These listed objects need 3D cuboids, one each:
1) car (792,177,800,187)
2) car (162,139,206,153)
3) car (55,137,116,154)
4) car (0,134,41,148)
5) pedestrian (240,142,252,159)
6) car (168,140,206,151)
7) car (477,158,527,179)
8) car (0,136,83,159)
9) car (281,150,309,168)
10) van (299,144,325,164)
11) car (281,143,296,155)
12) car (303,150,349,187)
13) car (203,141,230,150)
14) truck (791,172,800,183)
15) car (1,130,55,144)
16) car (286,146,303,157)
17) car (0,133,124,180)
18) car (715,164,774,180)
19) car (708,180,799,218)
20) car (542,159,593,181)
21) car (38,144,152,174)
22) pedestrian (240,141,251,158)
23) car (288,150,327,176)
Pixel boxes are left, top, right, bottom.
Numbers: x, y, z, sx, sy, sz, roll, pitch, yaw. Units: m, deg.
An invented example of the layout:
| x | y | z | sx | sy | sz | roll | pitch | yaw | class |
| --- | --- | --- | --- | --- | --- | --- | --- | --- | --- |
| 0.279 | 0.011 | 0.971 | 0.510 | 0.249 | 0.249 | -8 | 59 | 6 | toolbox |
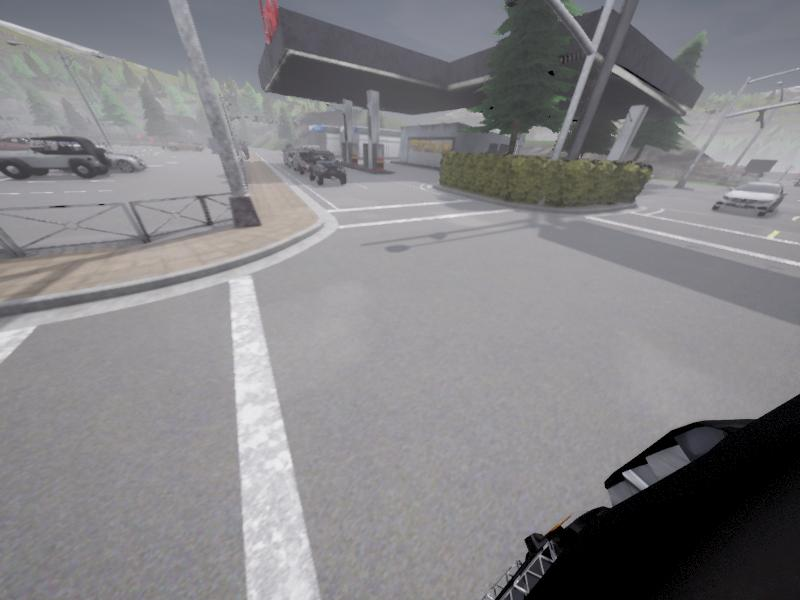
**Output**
| x | y | z | sx | sy | sz | roll | pitch | yaw | class |
| --- | --- | --- | --- | --- | --- | --- | --- | --- | --- |
| 51.314 | -14.827 | 28.604 | 4.974 | 1.542 | 2.038 | -16 | 38 | -26 | car |
| -36.333 | -26.080 | 39.133 | 5.027 | 1.636 | 2.152 | -16 | 38 | -26 | car |
| -37.046 | -18.304 | 27.376 | 3.633 | 1.501 | 1.845 | -16 | 38 | -26 | car |
| -52.554 | -21.480 | 31.124 | 3.806 | 1.475 | 1.970 | -16 | 38 | -26 | car |
| -20.112 | -19.551 | 30.175 | 0.751 | 1.860 | 0.751 | -16 | 38 | -26 | pedestrian |
| -37.948 | -27.618 | 41.340 | 4.514 | 1.523 | 2.007 | -16 | 38 | -26 | car |
| 11.657 | -15.313 | 26.757 | 2.242 | 1.667 | 4.611 | -16 | 38 | -26 | car |
| -32.083 | -13.349 | 20.257 | 4.514 | 1.523 | 2.007 | -16 | 38 | -26 | car |
| -11.487 | -15.392 | 25.226 | 1.970 | 1.475 | 3.806 | -16 | 38 | -26 | car |
| -12.231 | -20.303 | 32.045 | 2.069 | 2.038 | 4.480 | -16 | 38 | -26 | van |
| -22.666 | -30.738 | 47.088 | 1.905 | 1.878 | 3.866 | -16 | 38 | -26 | car |
| -5.154 | -9.201 | 16.016 | 1.905 | 1.878 | 3.866 | -16 | 38 | -26 | car |
| -43.916 | -37.119 | 55.484 | 4.792 | 1.488 | 2.163 | -16 | 38 | -26 | car |
| 67.553 | -19.613 | 36.493 | 2.627 | 2.467 | 5.204 | -16 | 38 | -26 | truck |
| -68.474 | -30.062 | 42.713 | 4.605 | 1.855 | 1.932 | -16 | 38 | -26 | car |
| -19.457 | -27.349 | 42.561 | 2.007 | 1.525 | 4.514 | -16 | 38 | -26 | car |
| -18.010 | -7.489 | 12.088 | 3.866 | 1.878 | 1.905 | -16 | 38 | -26 | car |
| 63.352 | -23.664 | 42.663 | 2.150 | 2.045 | 5.566 | -16 | 38 | -26 | car |
| 19.588 | -5.697 | 12.798 | 4.674 | 1.442 | 1.812 | -15 | 37 | -26 | car |
| 18.730 | -14.702 | 26.057 | 1.905 | 1.878 | 3.866 | -16 | 38 | -26 | car |
| -19.156 | -9.055 | 14.871 | 3.806 | 1.475 | 1.970 | -16 | 38 | -26 | car |
| -21.552 | -20.982 | 32.218 | 0.751 | 1.860 | 0.751 | -16 | 38 | -26 | pedestrian |
| -8.352 | -12.306 | 20.683 | 2.033 | 1.649 | 4.856 | -16 | 38 | -26 | car |
